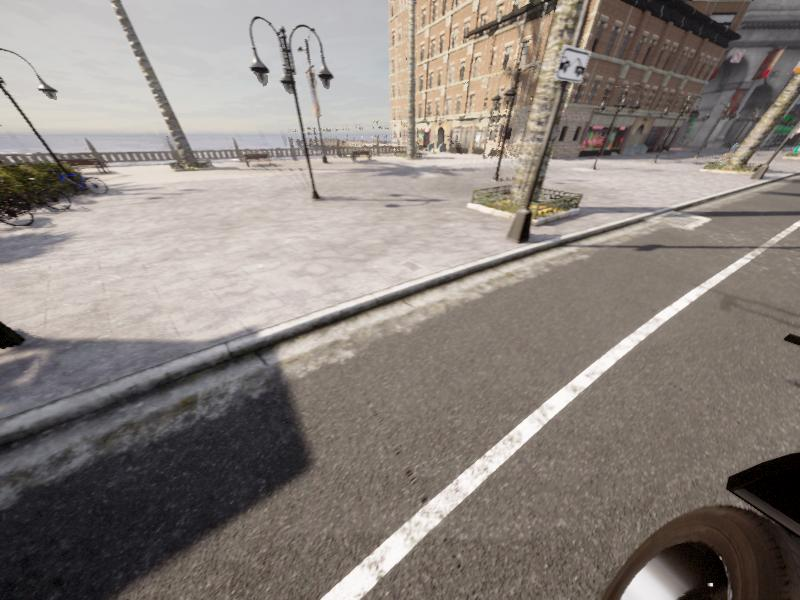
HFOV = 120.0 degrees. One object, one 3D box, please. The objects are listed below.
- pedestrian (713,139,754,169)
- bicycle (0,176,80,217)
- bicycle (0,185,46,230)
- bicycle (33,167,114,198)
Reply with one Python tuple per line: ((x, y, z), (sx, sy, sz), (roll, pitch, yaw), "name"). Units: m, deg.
((24.997, -10.998, 17.372), (0.751, 1.860, 0.751), (-8, 36, -11), "pedestrian")
((-12.157, -3.414, 7.566), (1.643, 1.024, 0.373), (-18, 39, -23), "bicycle")
((-11.190, -2.392, 6.128), (1.643, 1.024, 0.373), (-18, 39, -23), "bicycle")
((-13.609, -4.947, 9.722), (1.643, 1.024, 0.373), (-18, 39, -23), "bicycle")
